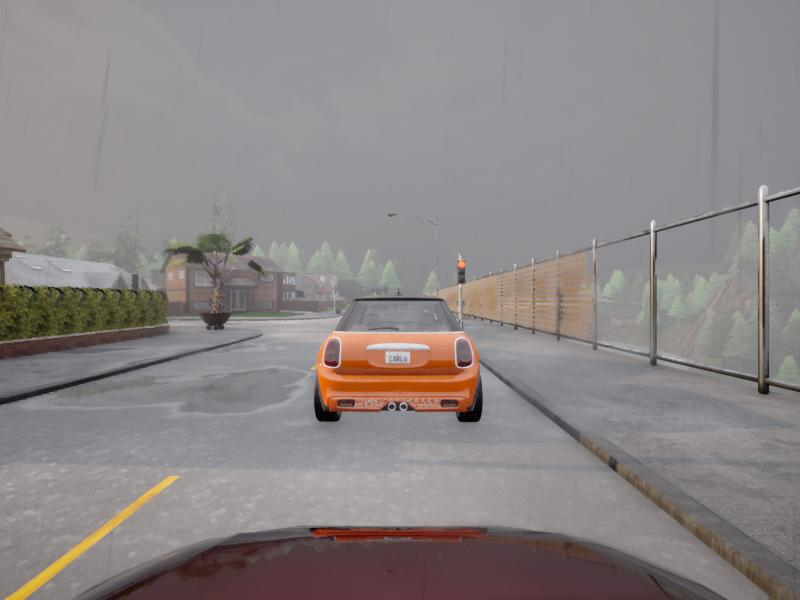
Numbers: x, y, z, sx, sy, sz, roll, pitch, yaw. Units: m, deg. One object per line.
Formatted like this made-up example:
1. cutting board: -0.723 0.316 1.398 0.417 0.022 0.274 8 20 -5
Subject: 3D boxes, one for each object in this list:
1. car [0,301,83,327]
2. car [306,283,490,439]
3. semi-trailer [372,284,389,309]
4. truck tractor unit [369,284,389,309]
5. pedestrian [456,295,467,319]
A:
1. car: -22.932 0.823 24.855 5.008 1.535 1.882 0 0 1
2. car: -0.001 0.694 6.836 2.097 1.767 4.553 0 0 1
3. semi-trailer: -3.657 -0.619 78.433 2.717 4.402 14.254 0 0 0
4. truck tractor unit: -3.660 -0.524 70.517 3.053 4.208 6.516 0 0 0
5. pedestrian: 4.791 0.533 31.385 0.751 1.860 0.751 0 0 1
